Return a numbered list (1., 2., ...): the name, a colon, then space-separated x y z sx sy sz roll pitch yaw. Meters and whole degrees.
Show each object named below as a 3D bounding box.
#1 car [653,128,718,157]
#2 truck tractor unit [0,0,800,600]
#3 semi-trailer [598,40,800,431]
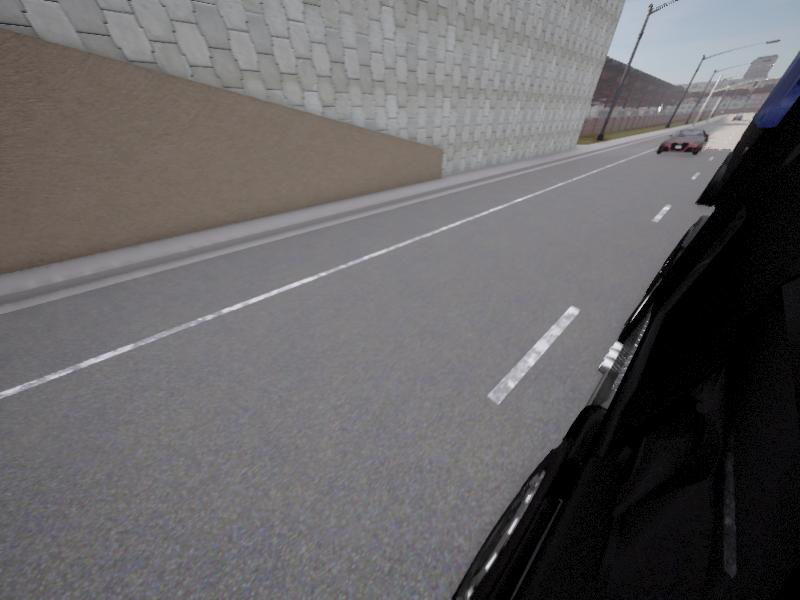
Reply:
1. car: 19.590 -10.875 15.861 4.181 1.385 1.994 -28 43 -30
2. truck tractor unit: 2.645 -0.295 0.352 6.516 4.208 3.053 -28 44 -30
3. semi-trailer: 8.692 -3.604 4.244 14.254 4.402 2.717 -28 44 -30
